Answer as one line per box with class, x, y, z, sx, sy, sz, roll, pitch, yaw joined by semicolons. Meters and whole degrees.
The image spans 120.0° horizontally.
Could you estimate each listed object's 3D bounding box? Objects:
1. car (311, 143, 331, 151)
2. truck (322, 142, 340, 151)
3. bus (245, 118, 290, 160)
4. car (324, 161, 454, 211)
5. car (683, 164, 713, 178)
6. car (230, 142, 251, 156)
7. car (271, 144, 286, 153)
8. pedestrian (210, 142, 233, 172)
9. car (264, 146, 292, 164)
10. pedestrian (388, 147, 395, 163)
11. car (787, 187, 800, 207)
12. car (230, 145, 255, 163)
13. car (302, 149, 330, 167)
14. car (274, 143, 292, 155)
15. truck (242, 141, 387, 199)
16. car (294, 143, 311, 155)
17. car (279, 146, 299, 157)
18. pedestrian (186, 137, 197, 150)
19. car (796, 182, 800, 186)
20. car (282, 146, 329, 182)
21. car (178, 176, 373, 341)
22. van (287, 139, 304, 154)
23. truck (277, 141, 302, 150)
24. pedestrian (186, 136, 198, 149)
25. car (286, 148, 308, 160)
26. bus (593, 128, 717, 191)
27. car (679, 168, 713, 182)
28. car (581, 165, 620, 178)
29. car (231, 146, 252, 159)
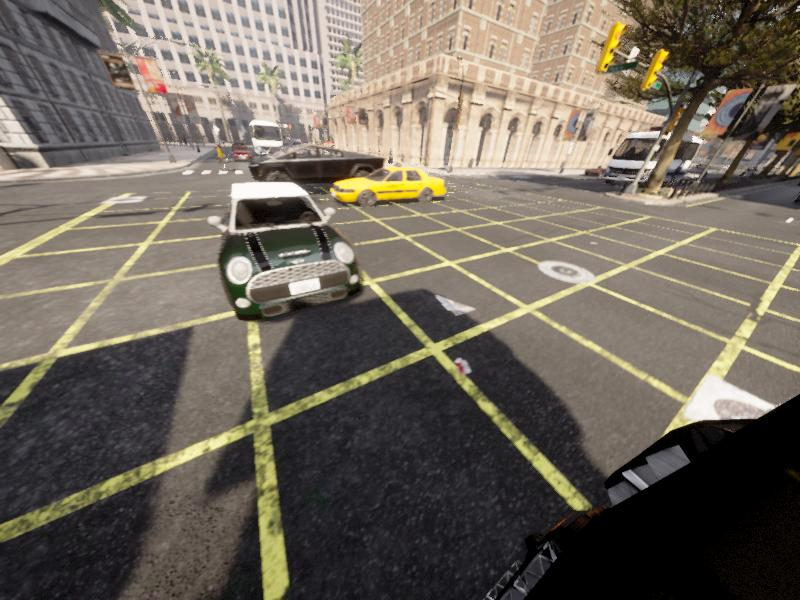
car;-24.829;-48.220;72.759;5.566;2.045;2.150;-21;40;-31
truck;-23.982;-53.151;79.858;5.204;2.467;2.627;-16;38;-26
bus;-19.340;-23.227;33.559;3.944;4.253;10.273;-16;38;-26
car;-0.345;-5.247;10.395;5.366;1.575;1.801;-16;38;-26
car;51.632;-22.406;40.041;3.866;1.878;1.905;-16;38;-26
car;-24.866;-23.618;36.048;2.242;1.667;4.611;-16;38;-26
car;-26.241;-32.623;49.749;2.033;1.411;5.357;-16;38;-26
pedestrian;-13.227;-10.598;17.144;0.751;1.860;0.751;-22;41;-32
car;-14.360;-17.002;27.039;2.038;1.542;4.974;-16;38;-26
pedestrian;-1.275;-20.953;33.400;0.751;1.860;0.751;-16;38;-26
car;28.565;-7.016;15.281;5.238;1.638;1.930;-24;42;-35
car;-17.916;-16.629;26.276;1.812;1.442;4.674;-16;38;-26
car;-9.482;-16.003;25.970;1.816;1.474;4.193;-16;38;-26
car;-22.480;-28.951;44.308;2.152;1.651;5.027;-15;38;-26
truck;-4.033;-6.646;11.746;6.274;2.098;2.390;-16;38;-26
car;-19.314;-29.788;45.662;2.097;1.767;4.553;-16;38;-26
car;-18.867;-25.276;39.266;2.033;1.411;5.357;-16;38;-26
pedestrian;-35.052;-26.323;38.828;0.751;1.860;0.751;-14;37;-24
car;58.599;-16.864;32.620;3.806;1.475;1.970;-16;38;-26
car;-6.720;-9.668;16.284;1.932;1.855;4.605;-16;38;-26
car;-2.234;-1.274;4.361;1.970;1.475;3.806;-16;38;-26
van;-22.894;-33.666;50.546;1.988;2.561;5.915;-16;38;-26
truck;-33.728;-47.442;70.829;2.390;2.098;6.274;24;39;29
pedestrian;-38.304;-28.971;42.559;0.751;1.860;0.751;-7;35;-15
car;-15.315;-21.682;34.223;1.895;1.301;4.718;-16;38;-26
bus;24.134;-13.231;21.927;10.273;4.253;3.944;-16;38;-26
car;39.902;-16.879;31.121;3.633;1.501;1.845;-19;39;-29
car;26.619;-17.124;30.649;4.718;1.301;1.895;-16;38;-26
car;-21.378;-19.961;31.154;1.895;1.301;4.718;-16;38;-26
